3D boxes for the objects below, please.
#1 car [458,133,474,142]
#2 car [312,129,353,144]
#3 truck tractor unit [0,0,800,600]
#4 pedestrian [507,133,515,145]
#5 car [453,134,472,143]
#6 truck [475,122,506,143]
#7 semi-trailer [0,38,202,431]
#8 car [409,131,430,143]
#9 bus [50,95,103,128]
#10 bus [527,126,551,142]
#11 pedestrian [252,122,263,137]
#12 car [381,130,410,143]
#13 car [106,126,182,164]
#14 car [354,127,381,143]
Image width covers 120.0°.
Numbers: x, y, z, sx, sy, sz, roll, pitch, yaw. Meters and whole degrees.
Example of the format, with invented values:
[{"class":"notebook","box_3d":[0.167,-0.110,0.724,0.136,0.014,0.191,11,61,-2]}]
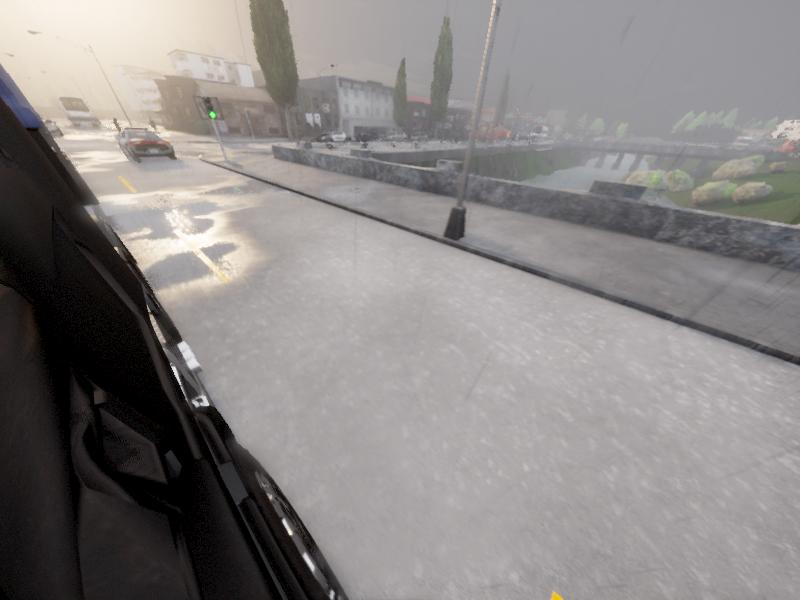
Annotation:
[{"class":"car","box_3d":[15.970,-39.303,55.854,1.851,1.617,3.988,29,44,30]},{"class":"car","box_3d":[-9.212,-22.525,31.857,2.038,1.542,4.974,29,44,31]},{"class":"truck tractor unit","box_3d":[-2.645,-0.295,0.351,6.516,4.208,3.053,28,44,30]},{"class":"pedestrian","box_3d":[22.300,-32.397,46.549,0.751,1.860,0.751,-26,45,-33]},{"class":"car","box_3d":[13.118,-33.715,48.259,1.816,1.474,4.193,29,44,30]},{"class":"truck","box_3d":[21.955,-40.496,55.905,2.891,3.827,8.468,29,44,30]},{"class":"semi-trailer","box_3d":[-8.741,-3.576,4.184,14.254,4.402,2.717,28,43,29]},{"class":"car","box_3d":[3.732,-31.200,44.195,1.851,1.617,3.988,29,44,30]},{"class":"bus","box_3d":[-60.123,-34.972,42.958,10.273,4.253,3.944,29,44,30]},{"class":"bus","box_3d":[49.455,-59.058,82.072,3.944,4.253,10.273,29,44,30]},{"class":"pedestrian","box_3d":[-21.764,-26.065,35.301,0.751,1.860,0.751,-3,37,-8]},{"class":"car","box_3d":[-0.754,-28.213,39.911,2.152,1.651,5.027,29,44,30]},{"class":"car","box_3d":[-15.768,-9.605,14.192,4.974,1.542,2.038,29,44,31]},{"class":"car","box_3d":[-4.983,-25.500,35.796,1.905,1.878,3.866,29,44,30]}]
